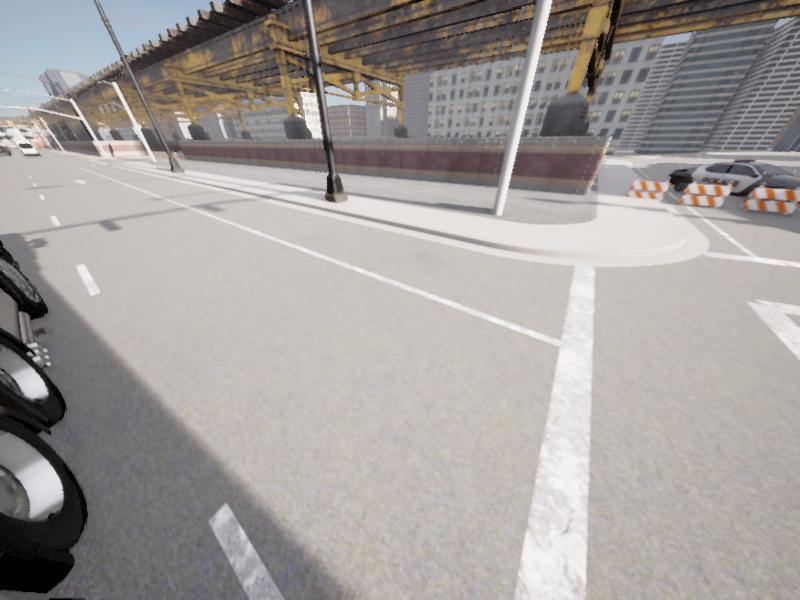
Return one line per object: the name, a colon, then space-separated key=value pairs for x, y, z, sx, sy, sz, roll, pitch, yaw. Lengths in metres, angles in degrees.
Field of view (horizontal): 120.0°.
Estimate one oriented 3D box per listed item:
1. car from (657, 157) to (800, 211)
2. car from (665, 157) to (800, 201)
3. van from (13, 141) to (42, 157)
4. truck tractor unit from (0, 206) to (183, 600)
car: x=15.942 y=-5.581 z=10.724 sx=2.038 sy=1.542 sz=4.974 roll=-6 pitch=35 yaw=-9
car: x=15.932 y=-5.740 z=10.677 sx=1.853 sy=1.218 sz=4.536 roll=-6 pitch=35 yaw=-9
van: x=-75.142 y=-30.516 z=46.607 sx=5.915 sy=2.561 sz=1.988 roll=22 pitch=40 yaw=29
truck tractor unit: x=-5.003 y=-0.392 z=0.930 sx=6.516 sy=4.208 sz=3.053 roll=22 pitch=40 yaw=29
